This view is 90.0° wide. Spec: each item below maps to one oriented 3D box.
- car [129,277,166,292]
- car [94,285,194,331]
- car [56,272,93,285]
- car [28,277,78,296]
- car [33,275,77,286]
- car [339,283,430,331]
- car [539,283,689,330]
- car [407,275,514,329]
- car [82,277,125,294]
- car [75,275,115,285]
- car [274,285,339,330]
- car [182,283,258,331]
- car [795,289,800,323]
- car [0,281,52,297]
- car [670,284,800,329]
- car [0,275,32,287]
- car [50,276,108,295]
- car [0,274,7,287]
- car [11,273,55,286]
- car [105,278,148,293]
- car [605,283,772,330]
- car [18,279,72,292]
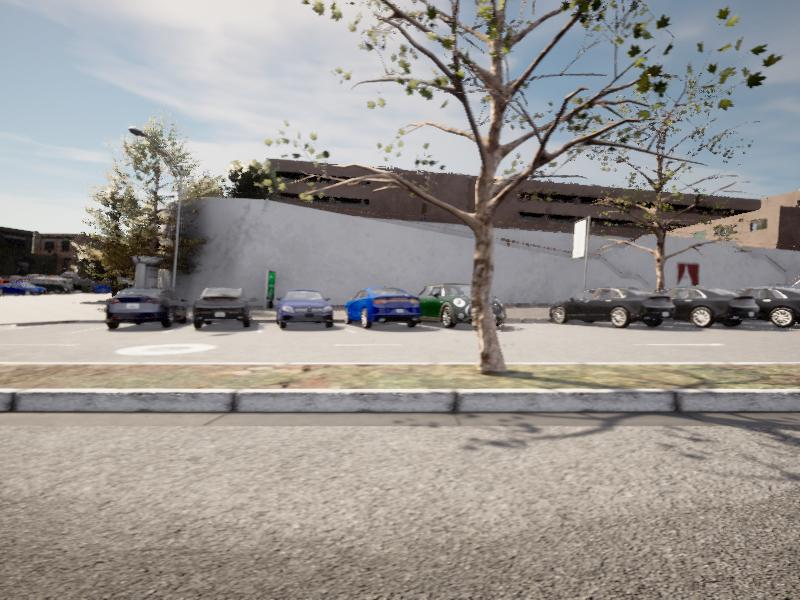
[{"bbox_3d":[-37.505,-2.358,59.489,4.442,1.987,1.878,3,4,1],"label":"car"},{"bbox_3d":[-9.704,0.295,15.665,2.163,1.488,4.792,0,-1,-18],"label":"car"},{"bbox_3d":[-53.842,-3.570,66.273,4.442,1.987,1.878,2,4,-1],"label":"car"},{"bbox_3d":[-41.863,-1.670,48.323,4.442,1.987,1.878,3,4,1],"label":"car"},{"bbox_3d":[-54.719,-3.169,63.525,5.008,1.535,2.097,2,4,-1],"label":"car"},{"bbox_3d":[-0.831,0.246,15.525,2.097,1.535,5.008,0,-1,-20],"label":"car"},{"bbox_3d":[8.025,0.240,15.666,2.231,1.521,4.892,0,-1,-21],"label":"car"},{"bbox_3d":[2.113,0.117,15.582,2.185,1.767,4.553,0,-1,-20],"label":"car"},{"bbox_3d":[-39.916,-2.026,53.898,4.442,1.987,1.878,3,5,1],"label":"car"},{"bbox_3d":[-52.562,-3.513,69.055,5.366,1.575,1.946,2,4,0],"label":"car"},{"bbox_3d":[-3.781,0.291,15.540,2.002,1.452,4.674,0,-1,-19],"label":"car"},{"bbox_3d":[-6.739,0.258,15.565,2.231,1.521,4.892,0,-1,-19],"label":"car"},{"bbox_3d":[19.839,0.251,16.240,2.097,1.535,5.008,1,-1,-23],"label":"car"},{"bbox_3d":[-43.086,-1.281,45.555,5.008,1.535,2.097,3,4,1],"label":"car"},{"bbox_3d":[13.936,0.242,15.898,2.231,1.521,4.892,0,-1,-22],"label":"car"},{"bbox_3d":[-56.703,-2.791,57.967,4.792,1.488,2.163,2,4,-1],"label":"car"},{"bbox_3d":[-40.918,-1.875,51.105,5.566,2.045,2.435,3,5,1],"label":"car"},{"bbox_3d":[-57.618,-2.770,55.178,4.553,1.767,2.185,2,4,-1],"label":"car"},{"bbox_3d":[-55.659,-3.118,60.733,4.553,1.767,2.185,2,4,-1],"label":"car"},{"bbox_3d":[-38.746,-2.094,56.703,4.553,1.767,2.185,3,4,1],"label":"car"},{"bbox_3d":[10.979,0.240,15.769,2.231,1.521,4.892,0,-1,-22],"label":"car"},{"bbox_3d":[-46.739,-1.978,52.822,2.128,1.511,4.902,4,5,20],"label":"car"}]
